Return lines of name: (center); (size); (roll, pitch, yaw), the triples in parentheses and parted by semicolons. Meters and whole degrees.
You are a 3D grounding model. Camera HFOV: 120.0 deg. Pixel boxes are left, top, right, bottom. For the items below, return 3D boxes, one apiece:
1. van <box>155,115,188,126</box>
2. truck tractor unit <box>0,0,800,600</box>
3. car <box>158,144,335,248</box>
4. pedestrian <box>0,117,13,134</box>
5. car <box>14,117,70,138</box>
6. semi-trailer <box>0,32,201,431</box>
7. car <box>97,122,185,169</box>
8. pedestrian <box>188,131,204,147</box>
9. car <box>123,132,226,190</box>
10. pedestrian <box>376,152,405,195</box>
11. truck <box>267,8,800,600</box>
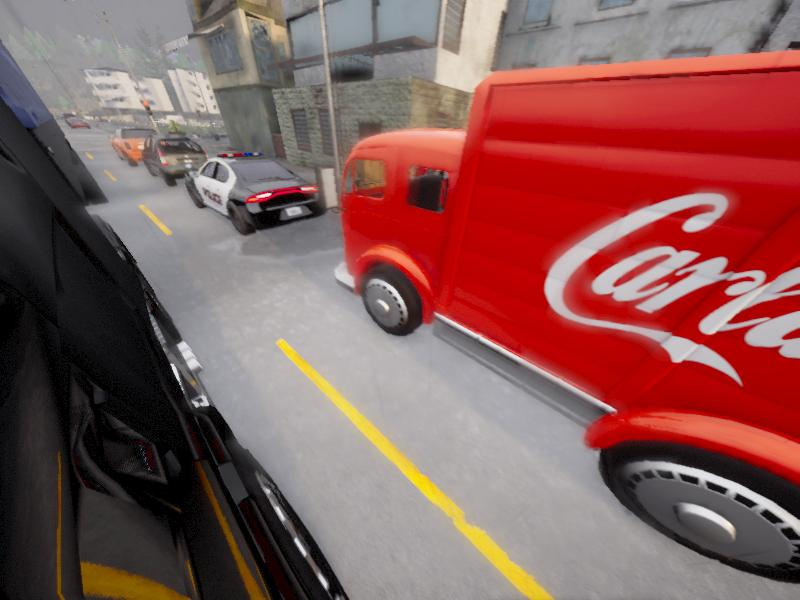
van: (-68.968, -54.222, 69.785); (2.351, 2.431, 6.366); (28, 44, 30)
truck tractor unit: (-2.645, -0.295, 0.352); (6.516, 4.208, 3.053); (28, 44, 30)
car: (-4.274, -3.183, 6.369); (4.974, 1.542, 2.038); (28, 43, 30)
pedestrian: (-39.798, -17.488, 22.732); (0.751, 1.860, 0.751); (-19, 42, -27)
car: (-37.430, -18.068, 24.172); (4.902, 1.511, 2.128); (22, 41, 24)
semi-trailer: (-8.644, -3.640, 4.282); (14.254, 4.402, 2.717); (29, 44, 30)
car: (-14.478, -8.726, 12.911); (4.553, 1.767, 2.097); (28, 44, 30)
pedestrian: (-18.042, -14.278, 20.484); (0.500, 1.100, 0.500); (6, 37, 4)
car: (-9.440, -5.968, 9.700); (3.988, 1.617, 1.851); (28, 44, 30)
pedestrian: (-0.379, -4.859, 8.846); (0.751, 1.300, 0.751); (24, 42, 26)
truck: (1.647, -0.414, 2.254); (5.204, 2.467, 2.627); (28, 43, 30)
